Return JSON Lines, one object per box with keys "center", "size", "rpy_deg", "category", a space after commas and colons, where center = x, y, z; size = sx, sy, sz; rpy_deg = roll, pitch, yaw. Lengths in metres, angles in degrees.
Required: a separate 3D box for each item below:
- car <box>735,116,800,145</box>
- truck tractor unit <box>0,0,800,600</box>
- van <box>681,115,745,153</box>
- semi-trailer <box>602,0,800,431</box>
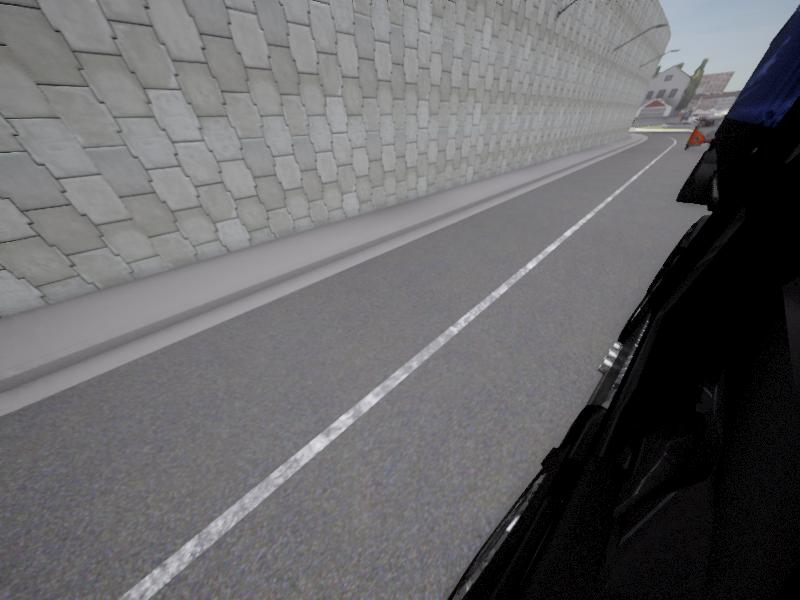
{"center": [29.962, -13.764, 18.751], "size": [2.242, 1.667, 4.611], "rpy_deg": [28, 46, 34], "category": "car"}
{"center": [2.645, -0.295, 0.351], "size": [6.516, 4.208, 3.053], "rpy_deg": [-28, 44, -30], "category": "truck tractor unit"}
{"center": [22.231, -11.948, 16.553], "size": [4.442, 1.987, 1.775], "rpy_deg": [-31, 45, -33], "category": "van"}
{"center": [8.464, -3.757, 4.444], "size": [14.254, 4.402, 2.717], "rpy_deg": [-31, 45, -32], "category": "semi-trailer"}
